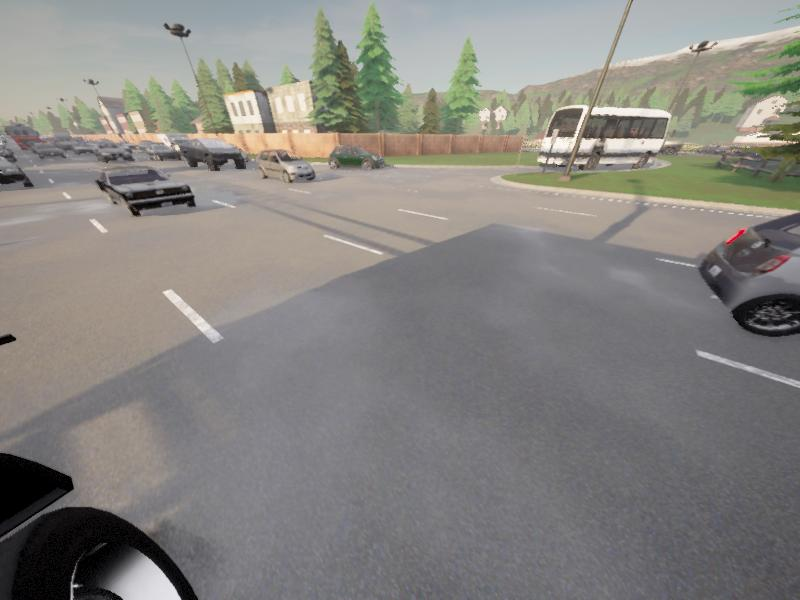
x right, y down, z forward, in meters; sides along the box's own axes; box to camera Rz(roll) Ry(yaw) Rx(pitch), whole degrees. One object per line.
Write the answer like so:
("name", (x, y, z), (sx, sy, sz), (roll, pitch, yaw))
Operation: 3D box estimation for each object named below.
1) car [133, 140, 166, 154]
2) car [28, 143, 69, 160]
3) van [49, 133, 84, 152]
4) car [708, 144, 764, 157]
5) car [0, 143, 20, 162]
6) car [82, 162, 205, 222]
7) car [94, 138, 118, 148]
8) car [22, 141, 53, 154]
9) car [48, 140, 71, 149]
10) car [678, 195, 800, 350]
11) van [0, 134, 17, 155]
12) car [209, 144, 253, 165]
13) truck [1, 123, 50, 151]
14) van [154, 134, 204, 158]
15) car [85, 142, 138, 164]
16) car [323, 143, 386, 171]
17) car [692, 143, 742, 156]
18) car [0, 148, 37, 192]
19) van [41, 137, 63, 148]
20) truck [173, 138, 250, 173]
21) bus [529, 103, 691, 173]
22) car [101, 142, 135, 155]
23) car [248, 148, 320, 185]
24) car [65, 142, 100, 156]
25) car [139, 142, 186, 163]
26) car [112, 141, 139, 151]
("car", (-39.813, -24.347, 36.700), (5.238, 1.638, 1.930), (23, 41, 28))
("car", (-40.617, -17.186, 26.656), (4.892, 1.490, 1.837), (23, 41, 28))
("van", (-56.106, -26.551, 38.872), (5.915, 2.561, 1.988), (23, 41, 28))
("car", (54.558, -24.415, 37.682), (4.611, 1.667, 2.242), (23, 41, 28))
("car", (-42.071, -15.306, 23.989), (4.792, 1.488, 2.163), (23, 41, 28))
("car", (-9.763, -4.268, 8.760), (4.718, 1.301, 1.895), (23, 41, 28))
("car", (-66.287, -35.421, 52.062), (4.553, 1.767, 2.097), (23, 41, 28))
("car", (-54.574, -23.021, 34.756), (3.633, 1.501, 1.845), (23, 41, 28))
("car", (-67.423, -30.845, 45.751), (3.633, 1.501, 1.845), (23, 41, 28))
("car", (6.533, -0.063, 2.729), (3.633, 1.501, 1.845), (22, 41, 28))
("van", (-57.811, -22.244, 32.873), (6.366, 2.431, 2.351), (23, 41, 28))
("car", (-17.314, -14.973, 23.617), (3.988, 1.617, 1.851), (23, 41, 28))
("truck", (-67.557, -29.347, 41.657), (8.468, 3.827, 2.891), (23, 41, 28))
("van", (-28.665, -20.031, 29.985), (6.366, 2.431, 2.351), (22, 41, 28))
("car", (-29.682, -15.186, 23.759), (4.611, 1.667, 2.242), (23, 41, 28))
("car", (-3.640, -11.895, 19.199), (4.553, 1.767, 2.097), (9, 36, 12))
("car", (55.526, -26.494, 40.640), (4.611, 1.667, 2.242), (23, 41, 28))
("car", (-21.327, -6.735, 11.879), (5.027, 1.651, 2.152), (23, 41, 28))
("van", (-78.679, -35.701, 52.181), (4.442, 1.987, 1.775), (23, 41, 28))
("truck", (-15.391, -11.897, 18.840), (6.274, 2.098, 2.390), (23, 41, 28))
("bus", (17.458, -13.730, 19.846), (10.273, 4.253, 3.944), (-9, 37, -13))
("car", (-42.371, -22.832, 34.739), (5.357, 1.411, 2.033), (23, 41, 28))
("car", (-7.092, -8.240, 14.148), (3.988, 1.617, 1.851), (23, 41, 28))
("car", (-45.271, -21.558, 32.910), (5.357, 1.411, 2.033), (23, 41, 28))
("car", (-25.722, -16.007, 24.983), (5.238, 1.638, 1.930), (23, 41, 28))
("car", (-52.466, -29.515, 44.127), (5.357, 1.411, 2.033), (23, 41, 28))
